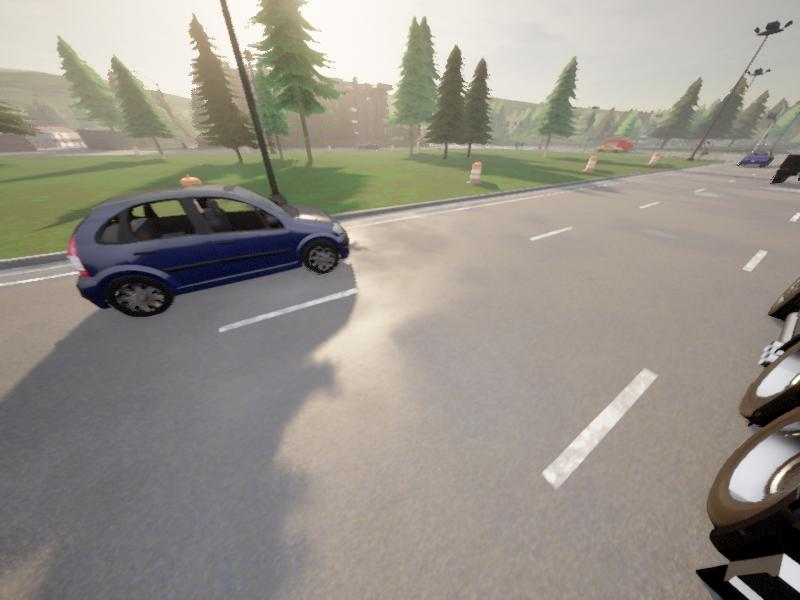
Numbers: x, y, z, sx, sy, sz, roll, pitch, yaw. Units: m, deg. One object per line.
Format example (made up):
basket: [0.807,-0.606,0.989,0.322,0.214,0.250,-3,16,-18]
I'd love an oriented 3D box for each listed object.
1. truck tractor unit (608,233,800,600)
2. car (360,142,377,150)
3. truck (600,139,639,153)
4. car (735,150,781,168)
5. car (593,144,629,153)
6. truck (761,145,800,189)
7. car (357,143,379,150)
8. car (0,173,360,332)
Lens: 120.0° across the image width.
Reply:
truck tractor unit: [5.059,-0.349,0.854,6.516,4.208,3.053,-20,40,-27]
car: [-7.755,-38.355,57.424,3.633,1.501,1.845,-19,39,-25]
truck: [49.304,-34.743,52.074,2.627,2.467,5.204,-18,39,-25]
car: [39.420,-15.575,25.414,4.193,1.474,1.816,-19,39,-25]
car: [46.291,-33.354,50.866,1.801,1.575,5.366,-18,39,-25]
truck: [26.498,-8.213,14.195,6.274,2.098,2.390,-12,37,-17]
car: [-7.571,-35.979,54.245,4.718,1.301,1.895,-19,39,-25]
car: [-3.050,-1.239,4.321,3.988,1.617,1.851,-19,39,-25]
